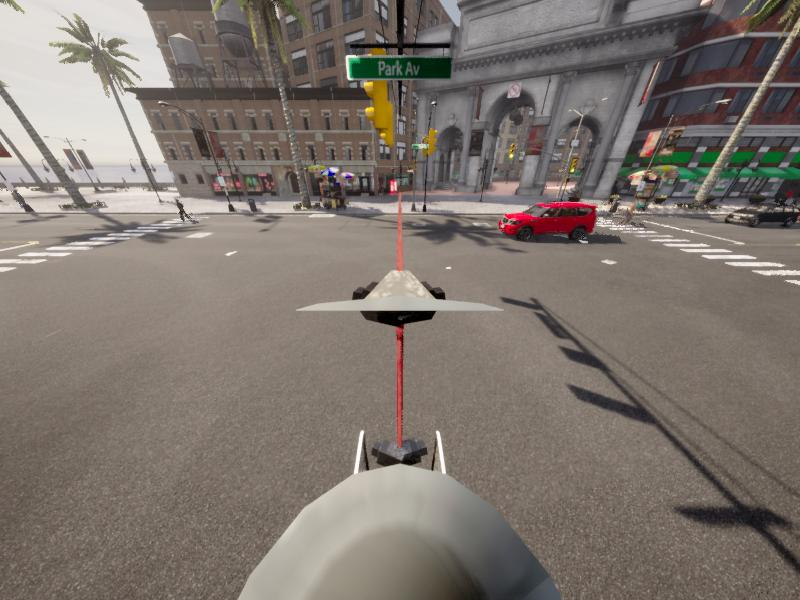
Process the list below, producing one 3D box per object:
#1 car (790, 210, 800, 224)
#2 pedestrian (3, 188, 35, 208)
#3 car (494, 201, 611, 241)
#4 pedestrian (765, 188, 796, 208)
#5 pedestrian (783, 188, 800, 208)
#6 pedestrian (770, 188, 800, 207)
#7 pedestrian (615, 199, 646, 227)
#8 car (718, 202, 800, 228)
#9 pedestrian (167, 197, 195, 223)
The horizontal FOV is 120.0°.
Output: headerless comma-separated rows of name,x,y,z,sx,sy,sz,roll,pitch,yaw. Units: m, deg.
car,34.464,-6.633,17.701,4.553,1.767,2.097,0,30,1
pedestrian,-40.387,-10.804,24.505,0.751,1.860,0.751,-4,30,-6
car,9.407,-5.096,14.788,5.566,2.045,2.150,0,30,-1
pedestrian,40.626,-10.921,24.708,0.751,1.860,0.751,13,32,21
pedestrian,42.939,-11.015,24.872,0.751,1.860,0.751,3,30,5
pedestrian,41.817,-11.119,25.051,0.751,1.860,0.751,1,30,1
pedestrian,17.411,-6.588,17.508,0.751,1.860,0.751,-7,31,-11
car,28.046,-6.582,17.853,3.705,1.549,1.789,0,30,0
pedestrian,-17.719,-7.298,18.737,0.751,1.860,0.751,1,30,1
